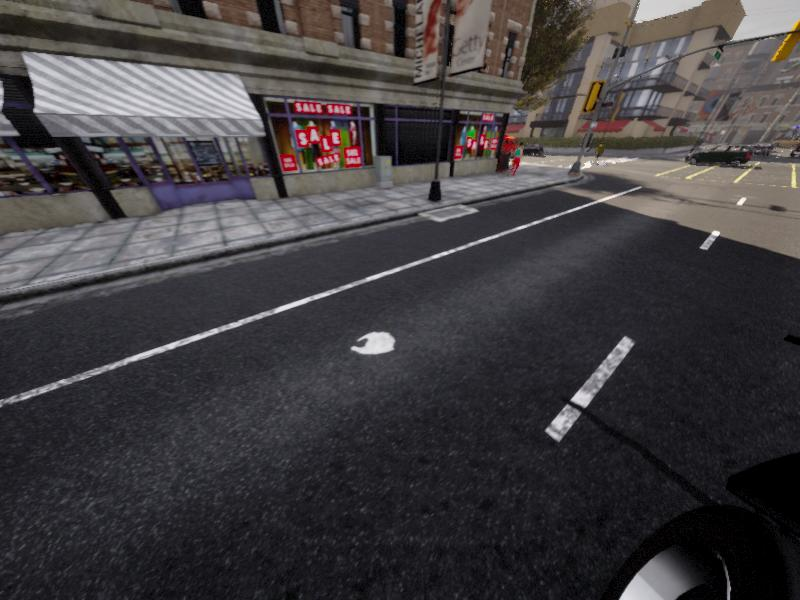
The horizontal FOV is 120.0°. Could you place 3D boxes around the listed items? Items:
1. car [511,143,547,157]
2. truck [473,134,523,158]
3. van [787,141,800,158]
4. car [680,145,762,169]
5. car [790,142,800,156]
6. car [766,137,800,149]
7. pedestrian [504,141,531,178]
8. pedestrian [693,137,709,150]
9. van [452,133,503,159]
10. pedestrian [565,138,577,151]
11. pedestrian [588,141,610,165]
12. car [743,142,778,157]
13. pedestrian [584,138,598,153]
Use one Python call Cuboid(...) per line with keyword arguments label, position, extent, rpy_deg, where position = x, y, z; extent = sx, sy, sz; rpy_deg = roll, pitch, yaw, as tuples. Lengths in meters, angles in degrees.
Cuboid(label="car", position=(17.483, -20.484, 31.443), extent=(1.845, 1.501, 3.633), rpy_deg=(-22, 41, -28))
Cuboid(label="truck", position=(13.082, -20.952, 31.326), extent=(2.627, 2.467, 5.204), rpy_deg=(-23, 41, -29))
Cuboid(label="van", position=(48.754, -18.131, 27.419), extent=(4.480, 2.038, 2.069), rpy_deg=(-23, 41, -28))
Cuboid(label="car", position=(27.637, -12.513, 20.052), extent=(1.789, 1.549, 3.705), rpy_deg=(-23, 41, -29))
Cuboid(label="car", position=(54.007, -20.086, 30.663), extent=(4.674, 1.442, 1.812), rpy_deg=(-23, 41, -28))
Cuboid(label="car", position=(78.188, -31.444, 46.180), extent=(1.932, 1.855, 4.605), rpy_deg=(-5, 36, -7))
Cuboid(label="pedestrian", position=(7.071, -8.495, 13.958), extent=(0.751, 1.860, 0.751), rpy_deg=(-23, 41, -29))
Cuboid(label="pedestrian", position=(50.760, -26.420, 38.991), extent=(0.751, 1.860, 0.751), rpy_deg=(-17, 38, -22))
Cuboid(label="van", position=(9.827, -20.108, 30.098), extent=(1.988, 2.561, 5.915), rpy_deg=(-24, 41, -29))
Cuboid(label="pedestrian", position=(27.881, -25.334, 37.636), extent=(0.751, 1.860, 0.751), rpy_deg=(-26, 42, -31))
Cuboid(label="pedestrian", position=(18.642, -13.817, 21.665), extent=(0.751, 1.860, 0.751), rpy_deg=(-27, 43, -33))
Cuboid(label="car", position=(47.209, -19.730, 30.214), extent=(4.674, 1.442, 1.812), rpy_deg=(-23, 41, -28))
Cuboid(label="pedestrian", position=(27.496, -22.200, 33.201), extent=(0.751, 1.860, 0.751), rpy_deg=(-25, 42, -30))
